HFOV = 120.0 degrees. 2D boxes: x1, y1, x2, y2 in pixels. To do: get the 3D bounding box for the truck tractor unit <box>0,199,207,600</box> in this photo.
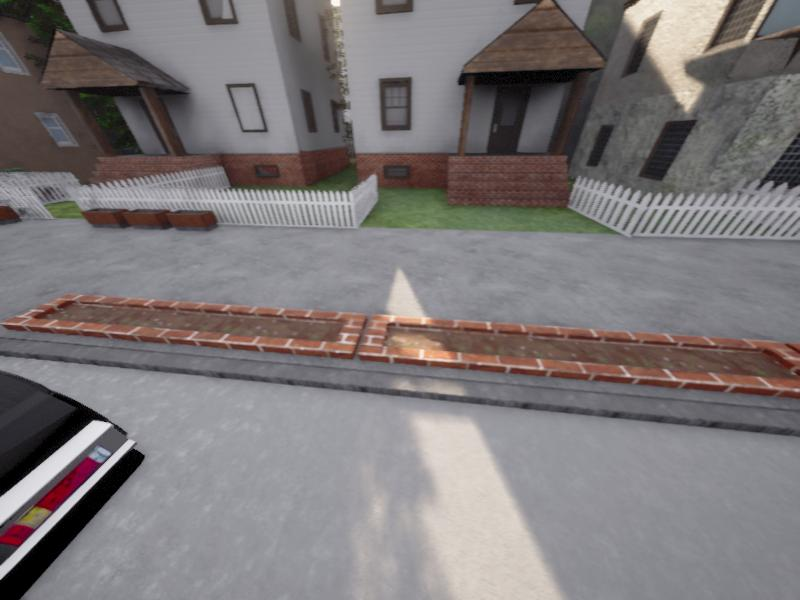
[{"bbox_3d":[-5.356,0.121,0.188,6.516,4.208,3.053,4,36,6],"label":"truck tractor unit"}]
